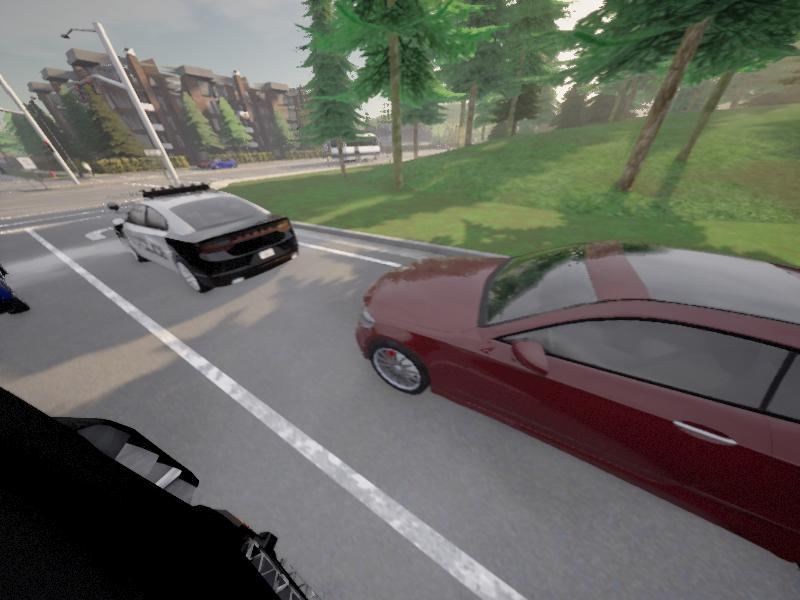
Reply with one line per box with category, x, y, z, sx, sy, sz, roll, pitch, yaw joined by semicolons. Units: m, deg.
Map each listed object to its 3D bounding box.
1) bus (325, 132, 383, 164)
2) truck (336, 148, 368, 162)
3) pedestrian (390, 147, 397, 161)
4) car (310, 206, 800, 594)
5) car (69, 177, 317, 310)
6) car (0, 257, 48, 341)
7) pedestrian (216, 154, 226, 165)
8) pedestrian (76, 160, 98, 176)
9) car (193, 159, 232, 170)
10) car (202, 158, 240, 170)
bus;-7.716;-27.186;41.253;3.944;4.253;10.273;16;38;26
truck;-9.309;-28.435;45.162;2.390;2.098;6.274;16;38;26
pedestrian;-0.983;-23.401;36.983;0.751;1.860;0.751;13;37;22
car;1.731;0.314;1.992;4.674;1.442;1.812;17;38;26
car;-4.627;-1.660;5.163;5.238;1.638;1.930;17;38;26
car;-8.091;-0.295;3.642;4.718;1.301;1.895;17;38;26
pedestrian;-34.924;-27.363;45.026;0.751;1.860;0.751;17;38;27
pedestrian;-40.868;-17.254;30.211;0.751;1.860;0.751;13;37;21
car;-31.390;-22.836;38.853;1.895;1.301;4.718;16;38;26
car;-28.546;-21.842;37.027;1.816;1.474;4.193;16;38;26
